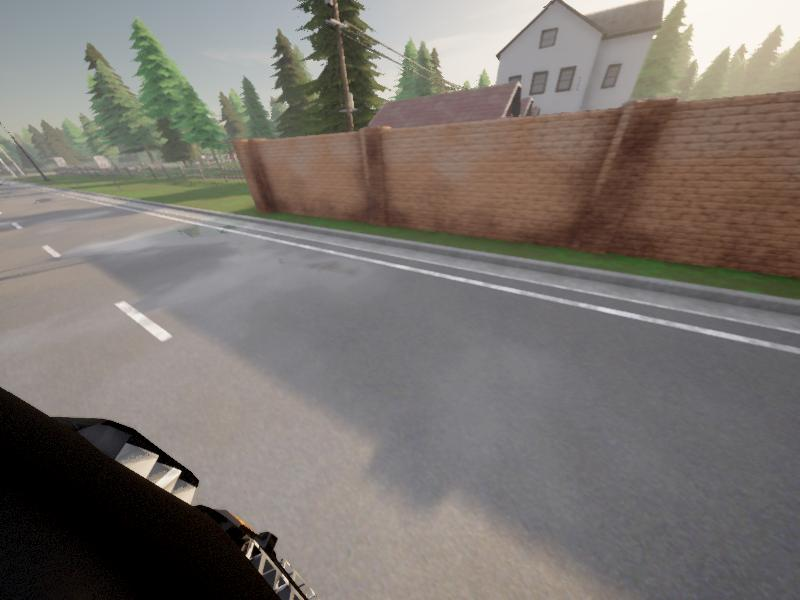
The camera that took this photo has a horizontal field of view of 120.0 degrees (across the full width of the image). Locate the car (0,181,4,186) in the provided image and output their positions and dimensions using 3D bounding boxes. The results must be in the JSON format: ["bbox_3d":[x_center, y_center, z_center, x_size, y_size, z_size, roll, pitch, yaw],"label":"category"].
[{"bbox_3d":[-59.525,-17.381,32.855,5.566,2.045,2.150,16,38,26],"label":"car"}]
